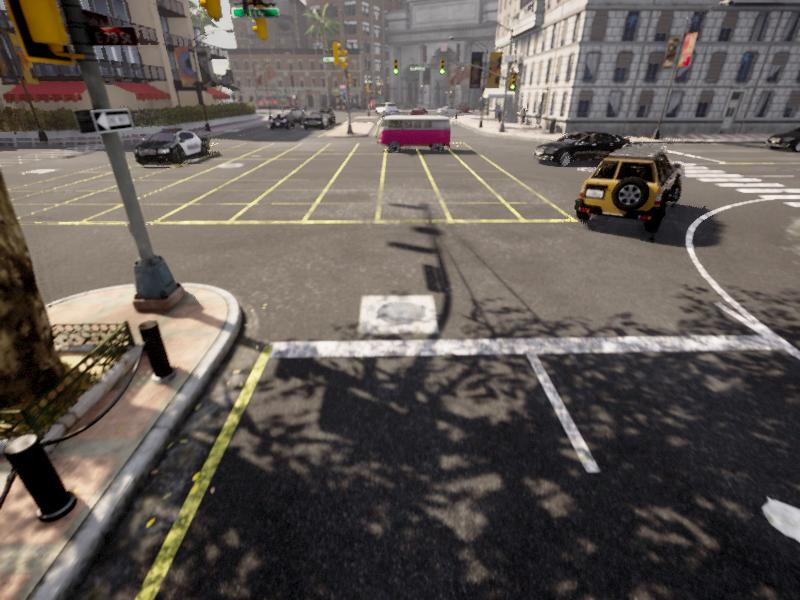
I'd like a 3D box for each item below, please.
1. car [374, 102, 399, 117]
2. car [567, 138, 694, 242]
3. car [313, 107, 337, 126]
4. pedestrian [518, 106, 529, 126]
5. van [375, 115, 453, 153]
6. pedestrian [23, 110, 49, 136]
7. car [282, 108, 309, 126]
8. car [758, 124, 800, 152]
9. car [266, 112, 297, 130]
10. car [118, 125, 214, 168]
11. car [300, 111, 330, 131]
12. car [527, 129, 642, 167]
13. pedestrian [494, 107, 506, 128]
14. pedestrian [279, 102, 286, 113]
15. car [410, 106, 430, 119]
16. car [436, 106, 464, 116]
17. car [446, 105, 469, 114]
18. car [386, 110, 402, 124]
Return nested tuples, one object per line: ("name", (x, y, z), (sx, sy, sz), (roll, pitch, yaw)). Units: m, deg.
("car", (-2.335, -31.803, 66.710), (2.150, 2.045, 5.566), (-12, 29, -22))
("car", (6.471, -3.270, 11.027), (1.932, 1.855, 4.605), (18, 32, 33))
("car", (-8.698, -21.401, 46.513), (1.932, 1.855, 4.605), (0, 27, -1))
("pedestrian", (12.986, -19.315, 42.080), (0.751, 1.860, 0.751), (-1, 27, -2))
("van", (0.803, -9.997, 24.076), (4.442, 1.987, 1.775), (0, 27, -1))
("pedestrian", (-29.040, -14.154, 31.937), (0.751, 1.860, 0.751), (-1, 27, -2))
("car", (-12.206, -21.554, 47.070), (1.930, 1.638, 5.238), (0, 27, -1))
("car", (25.485, -9.993, 24.630), (4.892, 1.490, 1.837), (0, 27, -1))
("car", (-12.106, -18.438, 41.151), (1.970, 1.475, 3.806), (0, 27, -1))
("car", (-11.776, -8.009, 20.671), (2.038, 1.542, 4.974), (0, 27, -1))
("car", (-8.609, -18.403, 41.026), (2.038, 1.542, 4.974), (0, 27, -1))
("car", (9.136, -7.646, 20.018), (4.892, 1.490, 1.837), (-6, 27, -12))
("pedestrian", (9.862, -17.903, 39.312), (0.751, 1.860, 0.751), (-3, 27, -5))
("pedestrian", (-22.938, -37.559, 78.105), (0.751, 1.860, 0.751), (0, 27, 1))
("car", (3.074, -28.655, 61.104), (1.882, 1.535, 5.008), (7, 28, 13))
("car", (8.532, -32.228, 68.205), (4.674, 1.442, 1.812), (-15, 31, -28))
("car", (10.882, -36.245, 76.030), (4.193, 1.474, 1.816), (0, 27, 0))
("car", (-0.749, -22.866, 49.866), (1.812, 1.442, 4.674), (0, 27, -1))
